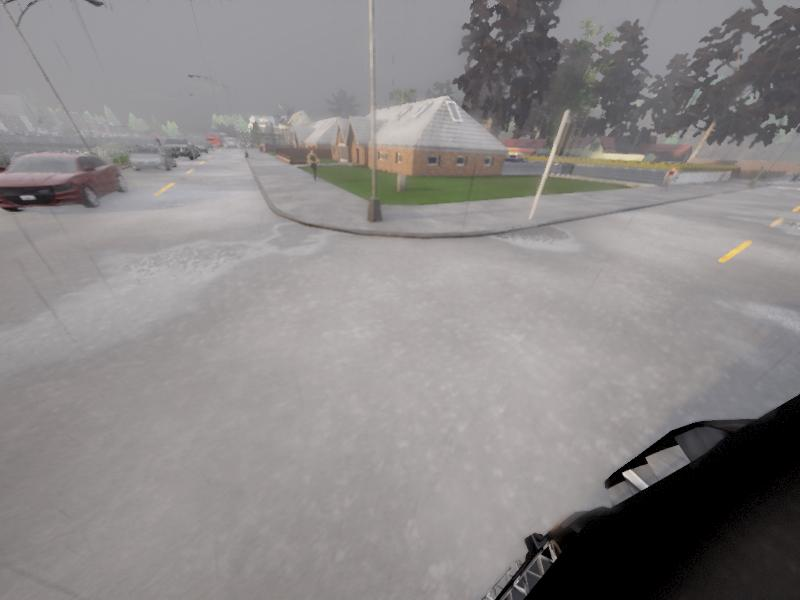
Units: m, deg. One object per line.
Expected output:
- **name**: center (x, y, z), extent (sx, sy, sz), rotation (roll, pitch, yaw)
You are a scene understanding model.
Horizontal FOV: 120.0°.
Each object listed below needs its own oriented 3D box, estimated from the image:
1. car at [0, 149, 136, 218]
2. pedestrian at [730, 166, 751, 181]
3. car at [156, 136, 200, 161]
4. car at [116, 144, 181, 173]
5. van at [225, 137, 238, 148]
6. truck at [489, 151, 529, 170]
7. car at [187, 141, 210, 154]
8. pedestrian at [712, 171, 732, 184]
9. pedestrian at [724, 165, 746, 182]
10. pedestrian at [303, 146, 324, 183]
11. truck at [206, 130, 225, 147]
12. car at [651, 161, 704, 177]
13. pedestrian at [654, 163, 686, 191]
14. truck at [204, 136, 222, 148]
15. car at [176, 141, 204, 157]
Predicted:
- **car**: center (-12.032, -4.423, 8.330), extent (1.882, 1.535, 5.008), rotation (-16, 38, -26)
- **pedestrian**: center (49.295, -18.375, 33.483), extent (0.751, 1.860, 0.751), rotation (26, 40, 31)
- **car**: center (-24.169, -16.677, 25.432), extent (2.150, 2.045, 5.566), rotation (-16, 38, -26)
- **car**: center (-18.147, -10.473, 17.002), extent (2.007, 1.525, 4.514), rotation (-16, 38, -26)
- **van**: center (-47.590, -44.527, 65.301), extent (2.351, 2.431, 6.366), rotation (-16, 38, -26)
- **truck**: center (15.468, -19.950, 33.029), extent (2.069, 2.038, 4.478), rotation (-16, 38, -26)
- **car**: center (-32.653, -24.878, 37.621), extent (2.038, 1.542, 4.974), rotation (-16, 38, -26)
- **pedestrian**: center (38.344, -14.617, 27.507), extent (0.751, 1.300, 0.751), rotation (-11, 36, -21)
- **pedestrian**: center (44.766, -16.879, 30.883), extent (0.751, 1.860, 0.751), rotation (-14, 37, -24)
- **pedestrian**: center (-5.192, -8.120, 13.901), extent (0.751, 1.860, 0.751), rotation (-17, 38, -27)
- **truck**: center (-56.143, -49.201, 70.437), extent (2.891, 3.827, 8.468), rotation (-16, 38, -26)
- **car**: center (50.741, -24.129, 42.356), extent (2.150, 2.045, 5.566), rotation (-16, 38, -26)
- **pedestrian**: center (21.473, -9.780, 18.426), extent (0.751, 1.860, 0.751), rotation (-15, 37, -24)
- **truck**: center (-48.679, -41.202, 60.171), extent (2.627, 2.467, 5.204), rotation (-16, 38, -26)
- **car**: center (-27.790, -20.081, 30.687), extent (1.851, 1.617, 3.988), rotation (-16, 38, -26)
